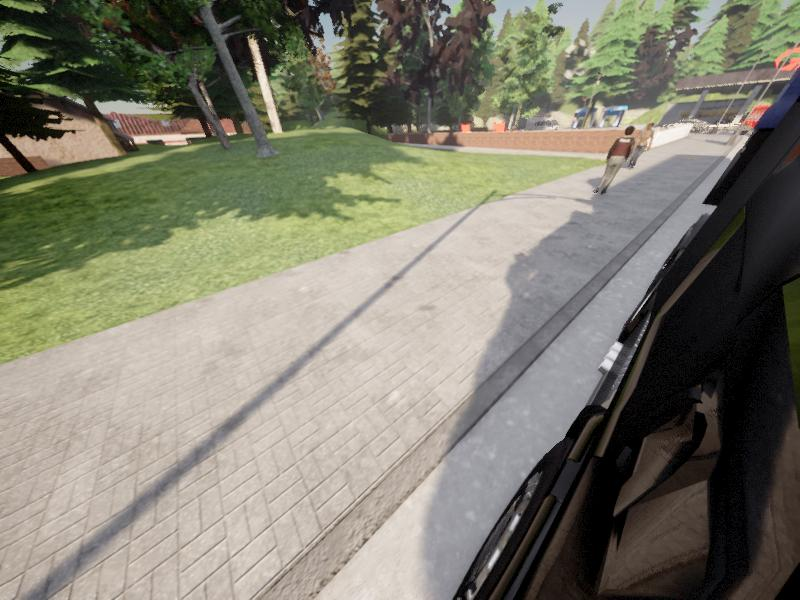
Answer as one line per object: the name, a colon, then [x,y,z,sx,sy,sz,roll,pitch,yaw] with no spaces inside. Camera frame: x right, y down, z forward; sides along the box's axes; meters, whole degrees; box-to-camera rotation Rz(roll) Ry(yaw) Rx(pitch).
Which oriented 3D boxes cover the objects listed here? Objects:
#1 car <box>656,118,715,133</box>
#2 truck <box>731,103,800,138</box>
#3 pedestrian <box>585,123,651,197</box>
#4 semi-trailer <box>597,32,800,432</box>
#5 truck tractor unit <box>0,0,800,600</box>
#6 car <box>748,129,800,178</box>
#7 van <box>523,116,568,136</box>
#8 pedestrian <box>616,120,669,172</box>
car: [39.016,-23.924,31.767,1.812,1.442,4.674,-22,41,-24]
truck: [36.841,-17.564,22.565,2.627,2.467,5.204,15,41,18]
pedestrian: [6.812,-4.389,7.295,0.751,1.860,0.751,-31,45,-32]
semi-trailer: [8.758,-3.572,4.157,14.254,4.402,2.717,-27,43,-29]
truck tractor unit: [2.645,-0.295,0.351,6.516,4.208,3.053,-28,44,-30]
car: [16.992,-6.289,9.773,4.181,1.385,1.994,-28,43,-29]
van: [25.306,-30.515,40.556,1.988,2.561,5.915,-27,43,-29]
pedestrian: [10.752,-6.850,10.314,0.751,1.860,0.751,-23,41,-24]
